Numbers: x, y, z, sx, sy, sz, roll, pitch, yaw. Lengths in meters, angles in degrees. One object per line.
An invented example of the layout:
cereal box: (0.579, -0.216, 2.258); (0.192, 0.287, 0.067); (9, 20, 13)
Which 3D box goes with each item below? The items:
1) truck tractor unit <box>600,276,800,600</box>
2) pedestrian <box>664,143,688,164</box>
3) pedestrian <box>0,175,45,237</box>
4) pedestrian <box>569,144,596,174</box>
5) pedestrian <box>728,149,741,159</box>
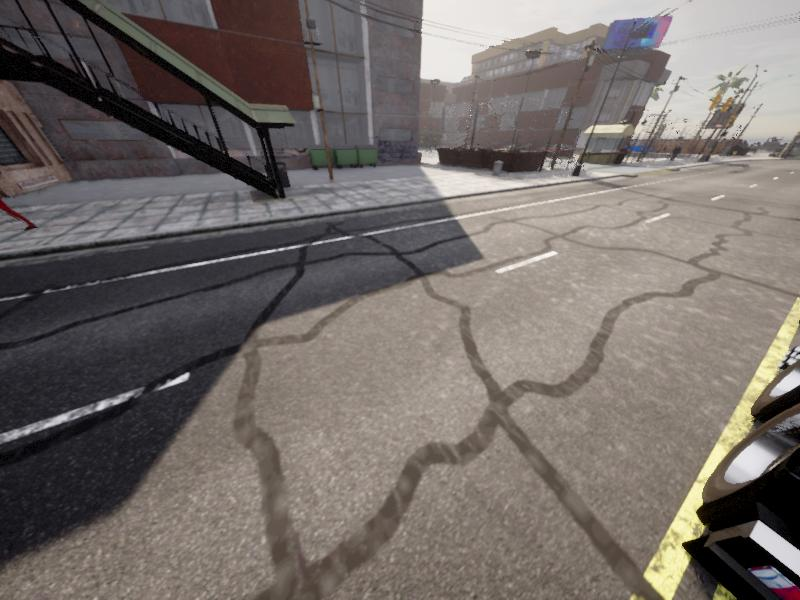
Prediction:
truck tractor unit: (5.131, -0.280, 0.750); (6.516, 4.208, 3.053); (-17, 39, -23)
pedestrian: (29.721, -15.743, 24.873); (0.751, 1.860, 0.751); (-20, 40, -26)
pedestrian: (-10.306, -2.591, 5.677); (0.751, 1.860, 0.751); (-21, 40, -27)
pedestrian: (13.832, -10.699, 17.507); (0.751, 1.860, 0.751); (-18, 39, -25)
pedestrian: (48.155, -21.021, 33.261); (0.500, 1.100, 0.500); (-14, 38, -20)
